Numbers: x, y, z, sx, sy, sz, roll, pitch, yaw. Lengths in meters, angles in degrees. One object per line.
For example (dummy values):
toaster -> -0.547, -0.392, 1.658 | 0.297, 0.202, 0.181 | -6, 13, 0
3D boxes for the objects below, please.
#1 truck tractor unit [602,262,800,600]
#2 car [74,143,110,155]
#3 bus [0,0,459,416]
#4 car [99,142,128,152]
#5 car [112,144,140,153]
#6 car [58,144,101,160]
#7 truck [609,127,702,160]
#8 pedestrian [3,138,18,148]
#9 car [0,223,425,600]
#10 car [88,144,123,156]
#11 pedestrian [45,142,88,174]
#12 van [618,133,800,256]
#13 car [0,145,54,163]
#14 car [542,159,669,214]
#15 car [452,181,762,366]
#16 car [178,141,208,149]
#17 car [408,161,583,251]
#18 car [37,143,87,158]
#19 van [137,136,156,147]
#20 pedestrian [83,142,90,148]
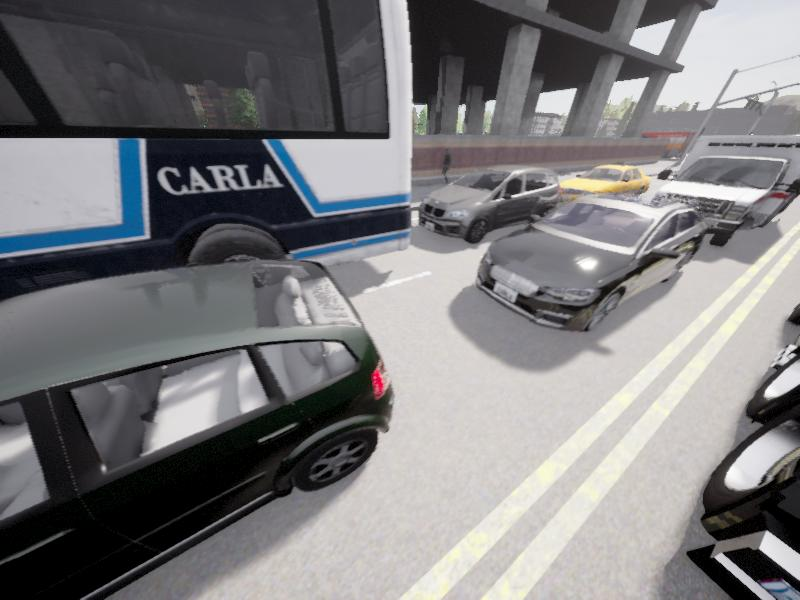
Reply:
truck tractor unit -> 5.112, -0.298, 0.789 | 6.516, 4.208, 3.053 | -18, 39, -24
car -> -51.403, -25.400, 38.731 | 2.007, 1.525, 4.514 | -18, 39, -24
bus -> -4.805, -1.622, 2.574 | 10.273, 4.253, 3.944 | -18, 39, -24
car -> -55.780, -29.816, 45.079 | 2.007, 1.525, 4.514 | -18, 39, -24
car -> -49.588, -27.538, 41.993 | 1.895, 1.301, 4.718 | -18, 39, -24
car -> -41.310, -19.254, 29.942 | 1.789, 1.549, 3.705 | -18, 39, -24
truck -> 39.220, -24.451, 36.122 | 2.891, 3.827, 8.468 | -17, 39, -24
pedestrian -> -91.125, -36.760, 54.056 | 0.751, 1.860, 0.751 | -20, 40, -26
car -> -1.928, 0.775, 1.518 | 3.705, 1.549, 1.789 | -18, 39, -24
car -> -45.175, -23.137, 35.557 | 1.970, 1.475, 3.806 | -18, 39, -24
pedestrian -> -23.253, -9.955, 16.166 | 0.751, 1.860, 0.751 | -16, 38, -22
van -> 10.219, -3.538, 7.076 | 6.366, 2.431, 2.351 | -18, 39, -24
car -> -42.622, -16.509, 26.018 | 2.128, 1.511, 4.902 | -18, 39, -24
car -> 8.930, -5.078, 10.021 | 5.366, 1.575, 1.801 | -18, 39, -24
car -> 3.637, -1.018, 4.189 | 4.902, 1.511, 2.128 | -18, 39, -24
car -> -53.434, -40.080, 59.788 | 5.366, 1.575, 1.801 | -18, 39, -24
car -> 2.801, -3.120, 7.065 | 4.611, 1.667, 2.242 | -18, 39, -25
car -> -46.951, -20.941, 32.251 | 2.033, 1.649, 4.856 | -18, 39, -24
van -> -78.281, -49.020, 71.494 | 1.988, 2.561, 5.915 | -18, 39, -24
pedestrian -> -79.790, -39.396, 58.710 | 0.500, 1.100, 0.500 | -19, 39, -26
